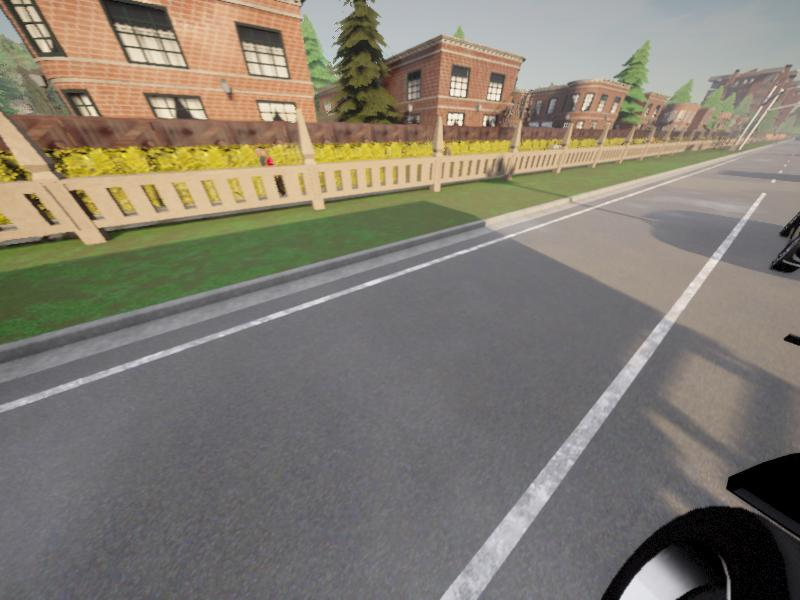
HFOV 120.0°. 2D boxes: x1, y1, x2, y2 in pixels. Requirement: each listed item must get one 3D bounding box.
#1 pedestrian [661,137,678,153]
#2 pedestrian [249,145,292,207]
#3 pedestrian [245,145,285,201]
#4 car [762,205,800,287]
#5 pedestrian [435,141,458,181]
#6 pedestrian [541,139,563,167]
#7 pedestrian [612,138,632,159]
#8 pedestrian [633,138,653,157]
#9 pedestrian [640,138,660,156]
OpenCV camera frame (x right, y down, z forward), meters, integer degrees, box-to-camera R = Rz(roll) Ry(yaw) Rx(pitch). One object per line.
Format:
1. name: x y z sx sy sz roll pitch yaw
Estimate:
1. pedestrian: 40.008 -23.021 34.279 0.751 1.860 0.751 -22 41 -28
2. pedestrian: -4.662 -4.505 8.411 0.751 1.860 0.751 -22 40 -27
3. pedestrian: -5.328 -5.040 9.175 0.751 1.860 0.751 -22 41 -28
4. car: 9.697 -1.437 4.450 5.027 1.651 2.152 -22 41 -28
5. pedestrian: 2.645 -7.967 13.254 0.751 1.860 0.751 -22 41 -28
6. pedestrian: 12.545 -12.148 19.094 0.751 1.860 0.751 -23 41 -28
7. pedestrian: 24.594 -16.836 25.645 0.751 1.860 0.751 -19 39 -25
8. pedestrian: 28.191 -17.692 26.826 0.751 1.860 0.751 -21 40 -27
9. pedestrian: 31.117 -19.065 28.747 0.751 1.860 0.751 -16 38 -21
